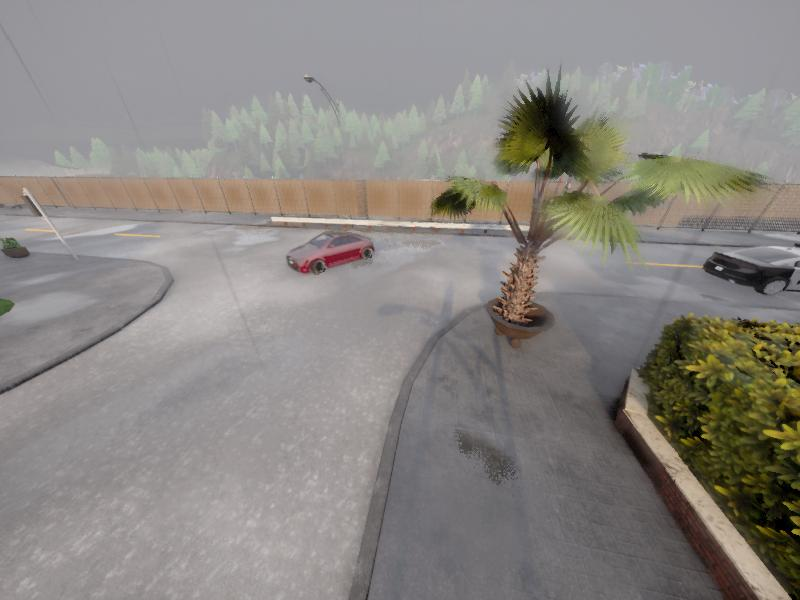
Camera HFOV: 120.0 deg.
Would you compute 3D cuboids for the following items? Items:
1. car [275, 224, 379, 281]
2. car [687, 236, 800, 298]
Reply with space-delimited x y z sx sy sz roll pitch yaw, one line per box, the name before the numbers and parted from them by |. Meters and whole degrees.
car | -3.292 -2.478 11.135 4.181 1.385 1.994 -25 38 -36
car | 15.182 -1.192 8.663 5.238 1.638 1.930 5 30 9
